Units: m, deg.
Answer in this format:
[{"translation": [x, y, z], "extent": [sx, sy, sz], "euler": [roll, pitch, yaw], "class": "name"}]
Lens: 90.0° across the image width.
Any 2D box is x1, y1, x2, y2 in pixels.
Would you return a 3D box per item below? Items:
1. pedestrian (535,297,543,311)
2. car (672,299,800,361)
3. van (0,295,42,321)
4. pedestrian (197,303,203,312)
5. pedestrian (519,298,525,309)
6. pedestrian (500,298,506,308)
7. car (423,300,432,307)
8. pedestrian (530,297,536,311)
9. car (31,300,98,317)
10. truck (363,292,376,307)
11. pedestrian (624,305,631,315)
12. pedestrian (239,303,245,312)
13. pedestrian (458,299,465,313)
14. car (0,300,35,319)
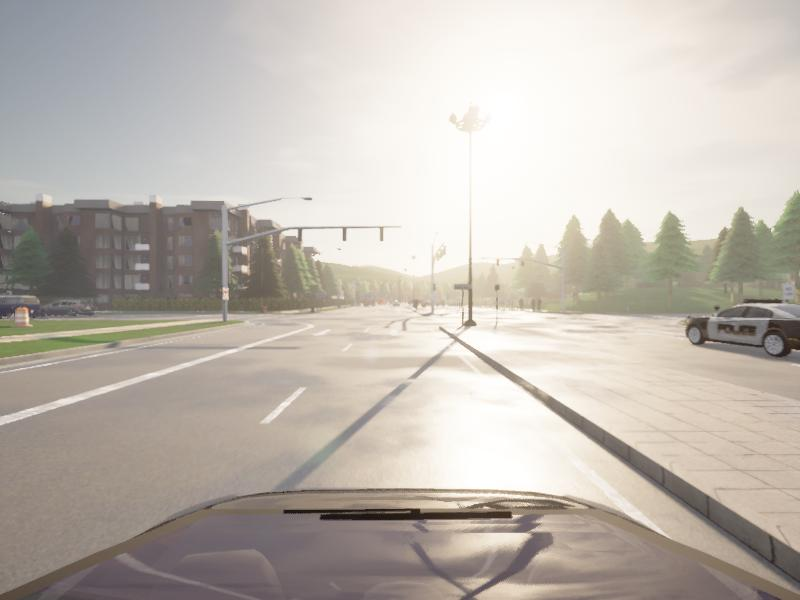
[{"translation": [18.645, 0.532, 53.734], "extent": [0.751, 1.860, 0.751], "euler": [0, 0, -37], "class": "pedestrian"}, {"translation": [11.481, 0.786, 12.834], "extent": [1.930, 1.638, 5.238], "euler": [0, 0, 0], "class": "car"}, {"translation": [-31.612, 0.635, 31.965], "extent": [4.442, 1.987, 1.775], "euler": [0, 0, -1], "class": "van"}, {"translation": [-25.330, 0.921, 50.550], "extent": [0.500, 1.100, 0.500], "euler": [0, 0, 0], "class": "pedestrian"}, {"translation": [19.270, 0.542, 62.984], "extent": [0.751, 1.860, 0.751], "euler": [0, 0, 6], "class": "pedestrian"}, {"translation": [18.802, 0.553, 72.976], "extent": [0.751, 1.860, 0.751], "euler": [0, 0, -2], "class": "pedestrian"}, {"translation": [7.046, 0.832, 103.270], "extent": [1.930, 1.638, 5.238], "euler": [0, 0, -1], "class": "car"}, {"translation": [18.309, 0.533, 54.897], "extent": [0.751, 1.860, 0.751], "euler": [0, 0, 21], "class": "pedestrian"}, {"translation": [-32.601, 0.801, 38.955], "extent": [4.611, 1.667, 2.242], "euler": [0, 0, -1], "class": "car"}, {"translation": [-7.999, -0.210, 105.122], "extent": [2.891, 3.827, 8.468], "euler": [0, 0, -1], "class": "truck"}, {"translation": [25.241, 1.066, 44.322], "extent": [0.500, 1.100, 0.500], "euler": [0, 0, 2], "class": "pedestrian"}, {"translation": [-19.913, 0.921, 50.464], "extent": [0.500, 1.100, 0.500], "euler": [0, 0, 3], "class": "pedestrian"}, {"translation": [7.896, 0.754, 51.369], "extent": [0.751, 1.860, 0.751], "euler": [0, 0, -5], "class": "pedestrian"}, {"translation": [-35.160, 0.828, 35.435], "extent": [3.988, 1.617, 1.851], "euler": [0, 0, -1], "class": "car"}]
